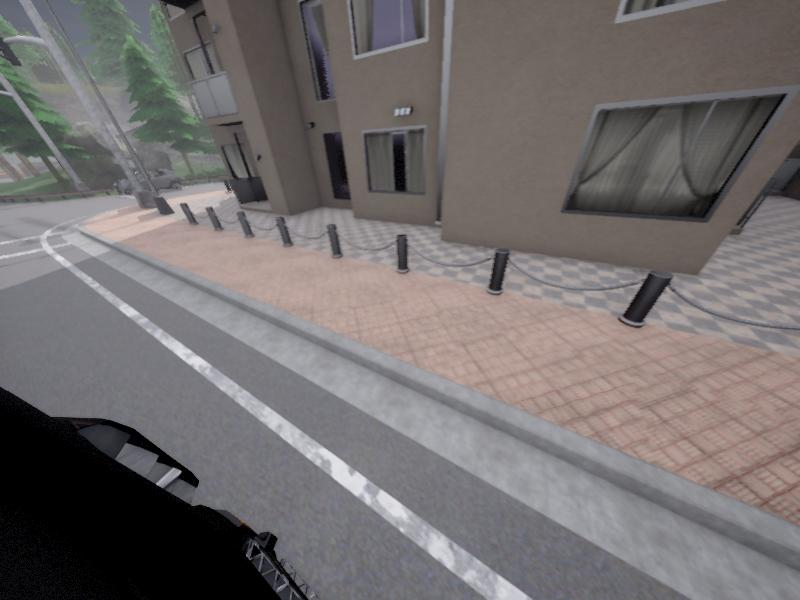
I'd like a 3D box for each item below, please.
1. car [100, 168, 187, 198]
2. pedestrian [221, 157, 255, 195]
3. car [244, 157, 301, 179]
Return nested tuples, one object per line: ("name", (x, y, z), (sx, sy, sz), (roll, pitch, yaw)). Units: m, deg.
("car", (-18.601, -8.694, 16.952), (1.845, 1.501, 3.633), (15, 38, 25))
("pedestrian", (-9.281, -7.135, 13.296), (0.751, 1.860, 0.751), (15, 37, 24))
("car", (-13.383, -14.121, 24.583), (2.242, 1.667, 4.611), (15, 38, 25))
